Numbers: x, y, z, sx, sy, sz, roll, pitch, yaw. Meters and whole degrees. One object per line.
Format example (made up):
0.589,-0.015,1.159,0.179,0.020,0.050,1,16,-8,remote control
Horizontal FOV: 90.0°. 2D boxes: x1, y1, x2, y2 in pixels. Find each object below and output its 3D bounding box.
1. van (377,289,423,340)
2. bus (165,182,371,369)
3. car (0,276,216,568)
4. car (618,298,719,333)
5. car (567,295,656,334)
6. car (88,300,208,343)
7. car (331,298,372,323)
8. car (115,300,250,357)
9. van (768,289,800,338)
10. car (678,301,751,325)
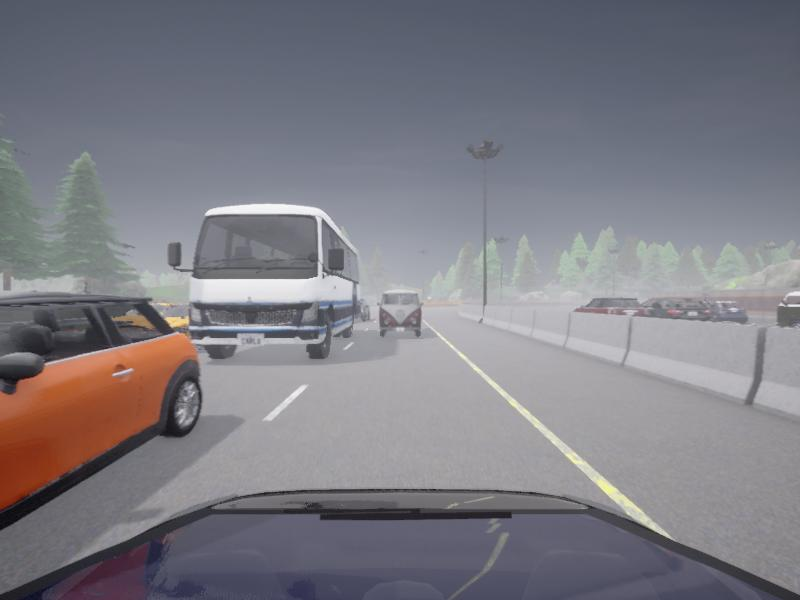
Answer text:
0.014,0.571,17.840,1.775,1.987,4.442,0,0,0,van
-3.379,-0.556,14.235,3.944,4.253,10.273,0,0,0,bus
-3.470,0.713,3.025,2.097,1.767,4.553,1,1,-1,car
14.002,0.724,21.294,2.242,1.667,4.611,0,0,0,car
10.501,0.664,20.336,2.097,1.767,4.553,0,0,0,car
-10.498,0.775,17.281,1.801,1.575,5.366,0,0,0,car
-3.389,0.713,28.900,2.242,1.667,4.611,0,0,1,car
-6.998,0.802,13.642,1.882,1.535,5.008,0,0,0,car
17.499,0.547,15.664,2.069,2.038,4.480,0,0,0,van
21.007,0.812,26.944,1.970,1.475,3.806,0,0,0,car
